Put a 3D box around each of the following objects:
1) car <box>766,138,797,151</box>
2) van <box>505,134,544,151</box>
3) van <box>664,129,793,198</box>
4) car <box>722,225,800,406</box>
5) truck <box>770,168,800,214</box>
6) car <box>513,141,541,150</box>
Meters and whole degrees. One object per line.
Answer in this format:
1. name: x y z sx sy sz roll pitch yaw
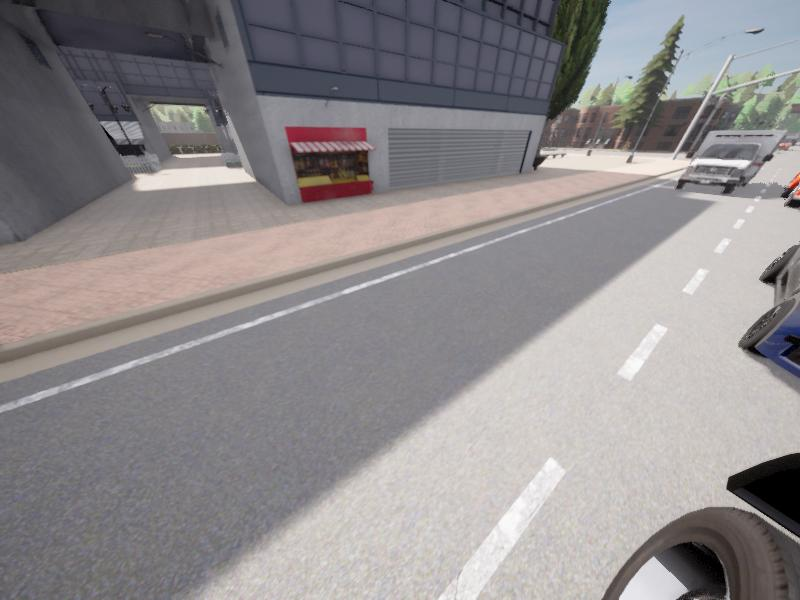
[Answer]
1. car: 66.361 -27.038 40.189 4.553 1.767 2.097 -22 41 -28
2. van: 24.602 -31.276 45.870 5.915 2.561 1.988 30 45 35
3. van: 16.654 -7.081 11.715 6.366 2.431 2.351 -22 41 -28
4. car: 6.279 -0.087 2.539 4.611 1.667 2.242 -22 41 -28
5. truck: 16.496 -4.573 8.122 5.204 2.467 2.627 -22 41 -28
6. car: 26.642 -32.620 48.683 4.514 1.525 2.007 27 44 33
